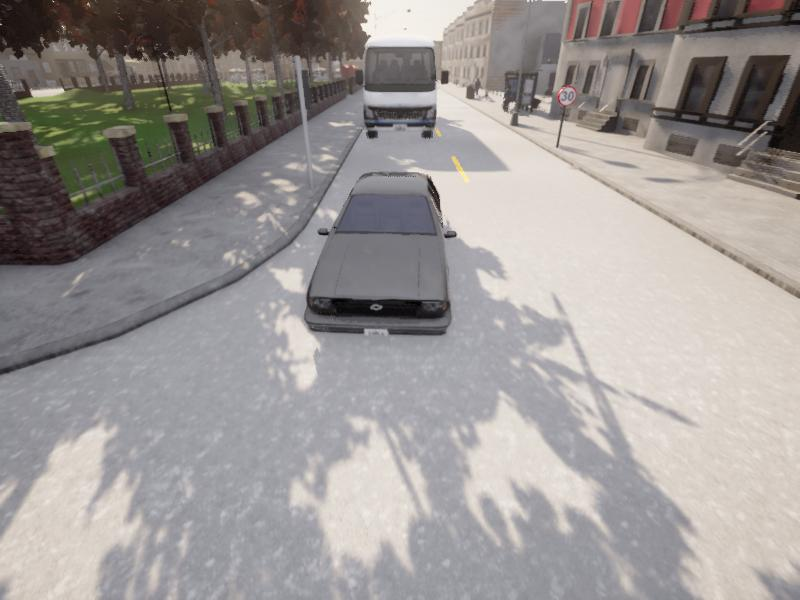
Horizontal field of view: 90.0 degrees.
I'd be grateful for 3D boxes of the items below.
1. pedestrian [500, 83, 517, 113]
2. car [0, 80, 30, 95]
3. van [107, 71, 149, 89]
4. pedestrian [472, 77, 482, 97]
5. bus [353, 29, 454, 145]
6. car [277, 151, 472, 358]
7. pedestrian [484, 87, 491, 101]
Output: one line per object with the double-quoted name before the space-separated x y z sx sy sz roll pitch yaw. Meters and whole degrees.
"pedestrian" 7.567 -14.100 27.963 0.751 1.860 0.751 0 30 0
"car" -49.287 -26.545 49.853 1.812 1.442 4.674 0 30 0
"van" -45.281 -36.834 66.869 2.351 2.431 6.366 0 30 0
"pedestrian" 8.260 -22.815 42.840 0.751 1.860 0.751 1 30 1
"bus" 0.125 -11.337 21.132 3.944 4.253 10.273 0 30 0
"car" -0.135 -1.292 6.812 2.033 1.411 5.357 2 30 3
"pedestrian" 8.230 -19.459 37.824 0.500 1.100 0.500 4 31 7
